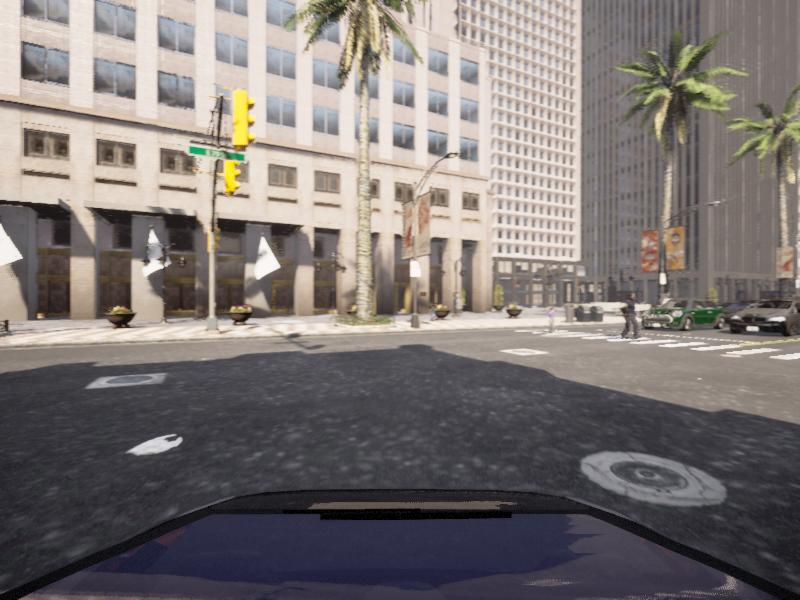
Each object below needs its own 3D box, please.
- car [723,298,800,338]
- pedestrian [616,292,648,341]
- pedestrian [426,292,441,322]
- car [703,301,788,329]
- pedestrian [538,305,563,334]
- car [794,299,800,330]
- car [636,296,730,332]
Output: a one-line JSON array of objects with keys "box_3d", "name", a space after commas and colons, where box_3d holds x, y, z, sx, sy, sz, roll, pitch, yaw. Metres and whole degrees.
[{"box_3d": [17.697, 0.761, 18.727, 4.611, 1.667, 2.242, 0, 0, -26], "name": "car"}, {"box_3d": [9.080, 0.630, 15.667, 0.751, 1.860, 0.751, 0, 0, -16], "name": "pedestrian"}, {"box_3d": [2.119, 0.448, 25.228, 0.751, 1.860, 0.751, 0, 0, -17], "name": "pedestrian"}, {"box_3d": [20.787, 0.829, 24.075, 4.974, 1.542, 2.038, 0, 0, -26], "name": "car"}, {"box_3d": [7.053, 0.901, 18.756, 0.751, 1.300, 0.751, 0, 0, -28], "name": "pedestrian"}, {"box_3d": [23.868, 0.791, 21.665, 4.856, 1.649, 2.033, 0, 0, -25], "name": "car"}, {"box_3d": [15.127, 0.690, 21.378, 4.553, 1.767, 2.097, 0, 0, -25], "name": "car"}]
